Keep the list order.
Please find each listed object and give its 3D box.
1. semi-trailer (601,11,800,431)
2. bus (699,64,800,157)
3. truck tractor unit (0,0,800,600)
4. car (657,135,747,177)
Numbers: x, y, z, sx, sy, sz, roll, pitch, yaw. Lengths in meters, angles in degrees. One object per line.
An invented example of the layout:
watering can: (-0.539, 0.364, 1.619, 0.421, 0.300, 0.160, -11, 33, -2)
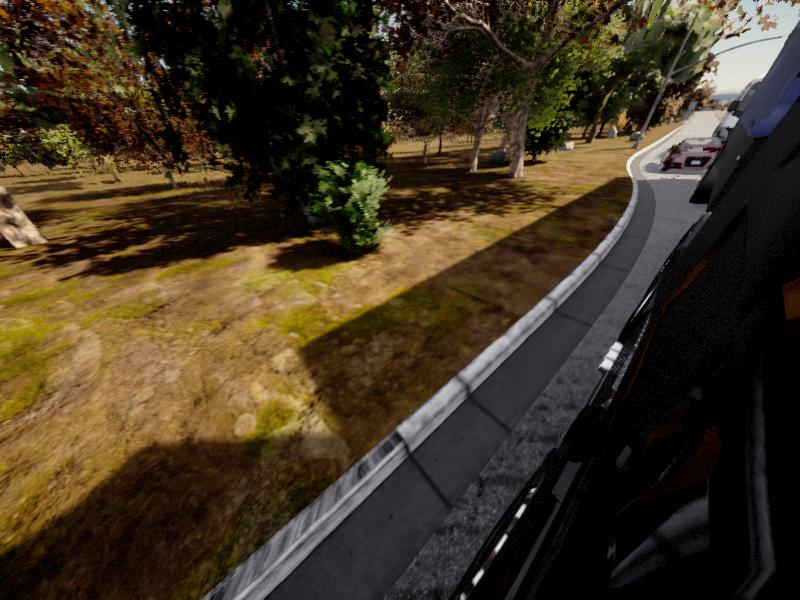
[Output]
semi-trailer: (8.562, -3.709, 4.336, 14.254, 4.402, 2.717, -30, 42, -31)
bus: (25.662, -13.130, 16.317, 10.273, 4.253, 3.944, -31, 45, -33)
truck tractor unit: (2.645, -0.295, 0.351, 6.516, 4.208, 3.053, -28, 44, -30)
car: (14.854, -7.384, 11.702, 1.994, 1.385, 4.181, 24, 44, 33)
